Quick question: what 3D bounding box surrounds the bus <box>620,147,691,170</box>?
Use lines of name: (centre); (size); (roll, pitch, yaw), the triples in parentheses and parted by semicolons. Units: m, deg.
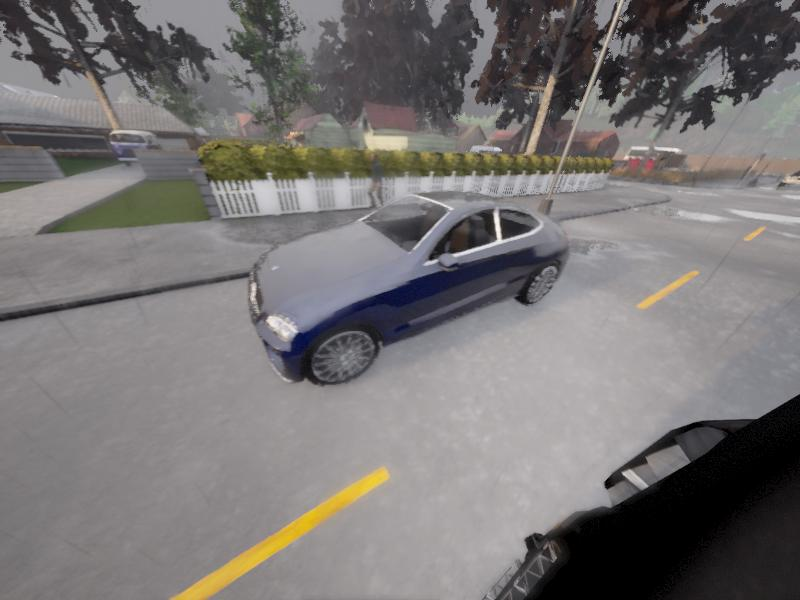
bus: (62.241, -34.905, 56.845); (3.944, 4.253, 10.273); (-16, 38, -26)

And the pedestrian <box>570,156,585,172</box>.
pedestrian: (23.973, -18.415, 31.287); (0.751, 1.860, 0.751); (-17, 39, -27)

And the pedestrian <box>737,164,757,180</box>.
pedestrian: (50.509, -18.627, 33.616); (0.751, 1.860, 0.751); (-15, 38, -25)

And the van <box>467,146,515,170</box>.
van: (12.388, -19.849, 32.176); (1.988, 2.561, 5.915); (-16, 38, -26)

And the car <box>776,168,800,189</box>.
car: (45.507, -13.787, 26.236); (4.605, 1.855, 1.932); (-16, 38, -26)

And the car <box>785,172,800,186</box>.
car: (52.316, -15.590, 29.784); (4.892, 1.490, 1.837); (-16, 38, -26)

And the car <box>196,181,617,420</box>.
car: (0.492, -0.719, 3.571); (5.027, 1.651, 2.152); (-16, 38, -26)

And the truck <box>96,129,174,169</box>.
truck: (-17.988, -10.529, 16.072); (2.069, 2.038, 4.478); (-16, 38, -26)

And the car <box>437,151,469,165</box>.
car: (8.535, -23.302, 37.844); (2.152, 1.651, 5.027); (-16, 38, -26)

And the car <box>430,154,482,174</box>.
car: (5.086, -12.322, 20.970); (4.181, 1.381, 1.994); (-16, 38, -26)

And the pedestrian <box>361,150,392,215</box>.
pedestrian: (-0.813, -4.031, 7.965); (0.751, 1.860, 0.751); (-16, 38, -26)
